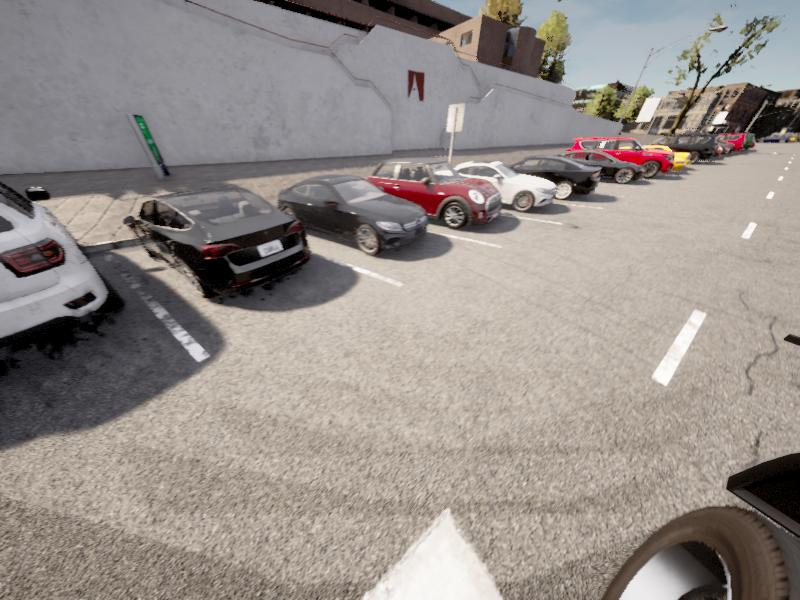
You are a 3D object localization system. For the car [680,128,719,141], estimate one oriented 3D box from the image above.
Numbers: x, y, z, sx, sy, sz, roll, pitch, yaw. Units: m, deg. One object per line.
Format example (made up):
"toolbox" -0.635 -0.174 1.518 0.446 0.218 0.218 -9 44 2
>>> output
"car" 64.902 -35.857 50.094 1.932 1.855 4.605 -18 44 -26

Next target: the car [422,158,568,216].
"car" 3.424 -4.566 8.996 4.674 1.452 2.002 21 40 29

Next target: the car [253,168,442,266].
"car" -1.491 -2.526 6.225 4.674 1.452 2.002 21 40 29

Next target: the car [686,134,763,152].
"car" 45.212 -22.049 32.463 5.566 2.045 2.435 21 41 29

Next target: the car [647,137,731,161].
"car" 28.030 -14.888 22.746 4.553 1.767 2.185 21 41 29

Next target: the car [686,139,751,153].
"car" 42.772 -20.797 31.221 4.674 1.452 2.002 21 41 29

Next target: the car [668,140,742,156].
"car" 35.357 -17.803 27.045 4.792 1.488 2.163 21 41 29

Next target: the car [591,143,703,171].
"car" 18.021 -10.795 17.361 5.366 1.575 1.946 21 41 29

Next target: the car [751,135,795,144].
"car" 84.924 -36.645 52.735 4.792 1.488 2.163 25 42 32

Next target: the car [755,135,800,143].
"car" 87.743 -37.385 53.670 5.366 1.575 1.946 25 42 33

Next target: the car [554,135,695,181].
"car" 13.281 -8.894 14.353 5.566 2.045 2.435 21 40 29

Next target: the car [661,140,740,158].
"car" 32.922 -16.816 25.630 4.892 1.521 2.231 21 40 29

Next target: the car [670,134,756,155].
"car" 37.814 -19.040 28.283 5.566 2.045 2.435 21 41 29

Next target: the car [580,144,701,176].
"car" 15.872 -9.662 15.801 5.366 1.575 1.946 21 40 29

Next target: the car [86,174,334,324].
"car" -3.983 -1.527 4.831 4.792 1.488 2.163 21 41 29

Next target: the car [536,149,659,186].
"car" 10.827 -7.640 13.127 4.792 1.488 2.163 21 40 29

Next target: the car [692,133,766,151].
"car" 47.740 -23.033 33.829 5.566 2.045 2.435 21 40 29

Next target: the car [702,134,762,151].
"car" 50.292 -23.977 35.180 4.442 1.987 1.878 22 40 29

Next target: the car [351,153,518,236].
"car" 0.939 -3.691 7.530 4.553 1.767 2.185 21 40 29

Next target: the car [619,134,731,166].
"car" 23.059 -12.982 19.917 5.566 2.045 2.435 21 41 29

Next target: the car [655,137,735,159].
"car" 30.440 -15.921 24.175 4.553 1.767 2.185 21 40 29

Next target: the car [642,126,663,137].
"car" 66.165 -44.309 60.706 2.435 2.045 5.566 27 43 25

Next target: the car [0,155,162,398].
"car" -6.443 -0.748 3.278 5.566 2.045 2.435 21 41 29

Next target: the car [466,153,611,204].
"car" 5.887 -5.617 10.351 5.008 1.535 2.097 21 41 29

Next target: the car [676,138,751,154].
"car" 40.151 -19.891 29.895 5.366 1.575 1.946 21 41 29
